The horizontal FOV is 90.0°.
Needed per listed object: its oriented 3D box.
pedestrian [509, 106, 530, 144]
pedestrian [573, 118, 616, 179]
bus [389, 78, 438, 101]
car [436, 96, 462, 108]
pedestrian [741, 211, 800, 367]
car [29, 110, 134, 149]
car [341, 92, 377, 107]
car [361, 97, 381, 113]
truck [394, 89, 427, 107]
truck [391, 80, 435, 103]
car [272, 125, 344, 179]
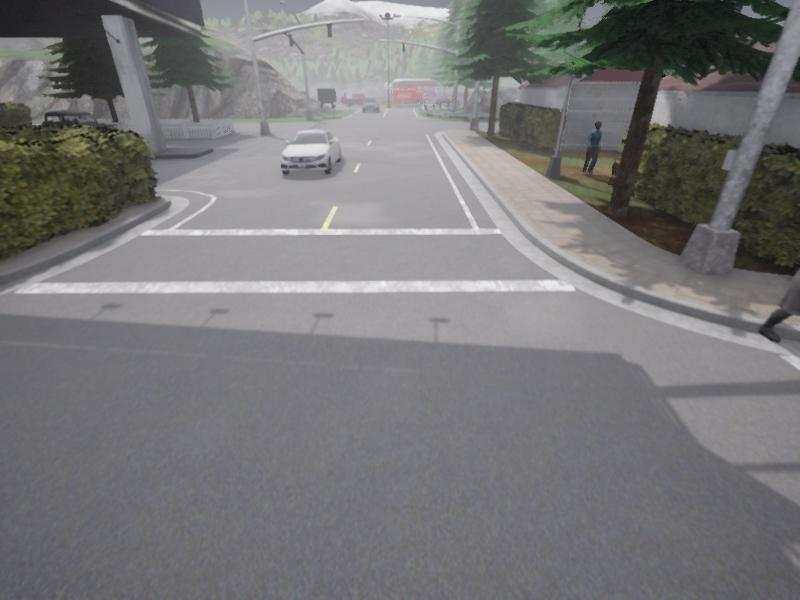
[{"bbox_3d":[6.596,-9.666,22.123,0.751,1.860,0.751,0,28,1],"label":"pedestrian"},{"bbox_3d":[6.625,-5.190,13.715,0.751,1.860,0.751,0,28,1],"label":"pedestrian"},{"bbox_3d":[2.822,-45.026,85.738,10.273,4.253,3.944,0,28,0],"label":"bus"},{"bbox_3d":[7.517,-30.646,61.852,3.705,1.549,1.789,-1,27,-1],"label":"car"},{"bbox_3d":[5.204,-0.205,4.899,0.751,1.860,0.751,-8,29,-14],"label":"pedestrian"},{"bbox_3d":[-17.837,-9.643,22.585,3.866,1.878,1.905,0,28,0],"label":"car"},{"bbox_3d":[-6.535,-32.502,64.848,5.566,2.045,2.150,0,28,0],"label":"car"},{"bbox_3d":[-3.472,-23.600,48.413,2.038,1.542,4.974,0,28,0],"label":"car"},{"bbox_3d":[1.637,-32.688,64.699,5.204,2.467,2.627,0,28,0],"label":"truck"},{"bbox_3d":[2.594,-41.580,79.787,8.468,3.827,2.891,0,28,0],"label":"truck"},{"bbox_3d":[-3.514,-6.136,16.246,1.812,1.442,4.674,-1,28,1],"label":"car"}]
